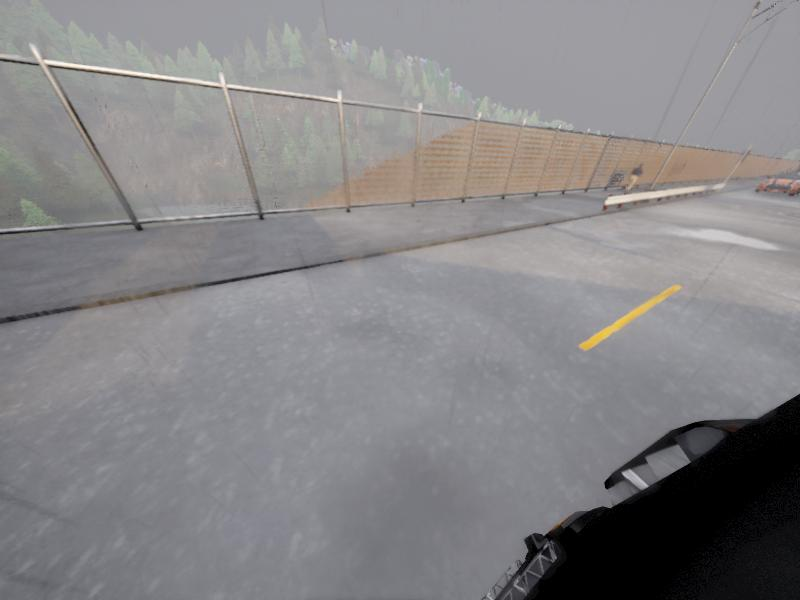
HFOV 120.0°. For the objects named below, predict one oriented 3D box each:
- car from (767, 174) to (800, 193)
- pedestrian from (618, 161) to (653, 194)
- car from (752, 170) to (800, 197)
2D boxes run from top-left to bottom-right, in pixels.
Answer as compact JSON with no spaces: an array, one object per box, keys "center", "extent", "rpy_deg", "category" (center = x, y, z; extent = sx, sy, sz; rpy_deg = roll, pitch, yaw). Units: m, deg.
[{"center":[40.430,-12.053,23.785],"extent":[4.181,1.385,1.994],"rpy_deg":[-16,38,-26],"category":"car"},{"center":[15.725,-8.186,15.466],"extent":[0.751,1.860,0.751],"rpy_deg":[-15,38,-25],"category":"pedestrian"},{"center":[34.110,-10.395,20.442],"extent":[4.553,1.767,2.097],"rpy_deg":[-16,38,-26],"category":"car"}]
